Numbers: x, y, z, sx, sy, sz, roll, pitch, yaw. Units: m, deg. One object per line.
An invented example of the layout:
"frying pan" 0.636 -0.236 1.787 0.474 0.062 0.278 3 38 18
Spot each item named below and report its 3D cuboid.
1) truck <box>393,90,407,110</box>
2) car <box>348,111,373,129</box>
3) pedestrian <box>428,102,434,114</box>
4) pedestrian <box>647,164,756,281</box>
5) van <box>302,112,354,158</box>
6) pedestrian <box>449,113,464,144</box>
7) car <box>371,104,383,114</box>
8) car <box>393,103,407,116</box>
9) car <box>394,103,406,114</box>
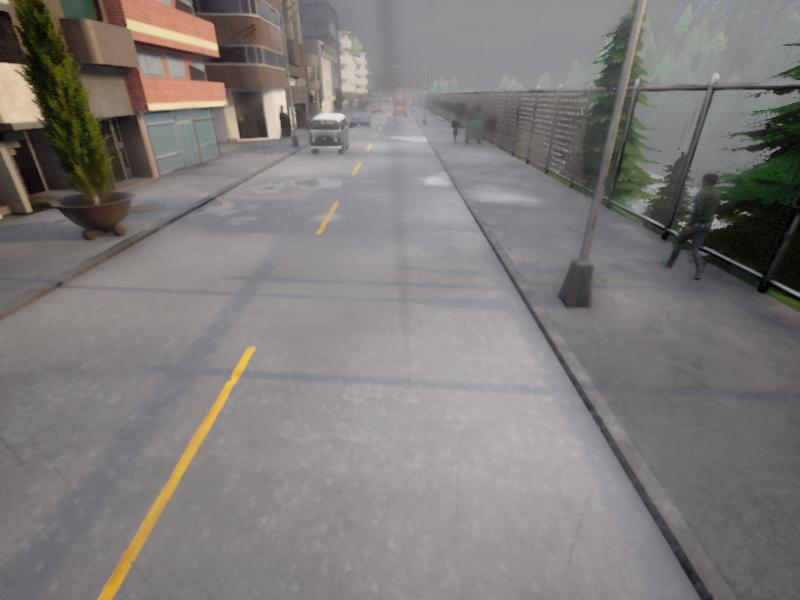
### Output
"truck" 0.019 -44.990 90.070 2.891 3.827 8.468 0 27 0
"car" -3.993 -18.726 41.479 2.163 1.488 4.792 0 27 0
"pedestrian" 5.231 -32.790 68.199 0.751 1.860 0.751 -5 28 -10
"pedestrian" 5.120 -1.332 6.928 0.751 1.860 0.751 -1 27 -2
"van" -3.996 -9.596 23.077 2.069 2.038 4.480 0 27 0
"pedestrian" 3.679 -11.201 26.145 0.751 1.860 0.751 0 27 0
"car" -3.988 -33.648 70.539 1.816 1.474 4.193 0 27 0
"car" 0.009 -30.781 64.634 2.097 1.767 4.553 0 27 0
"car" 0.010 -36.554 76.368 2.152 1.651 5.027 0 27 0
